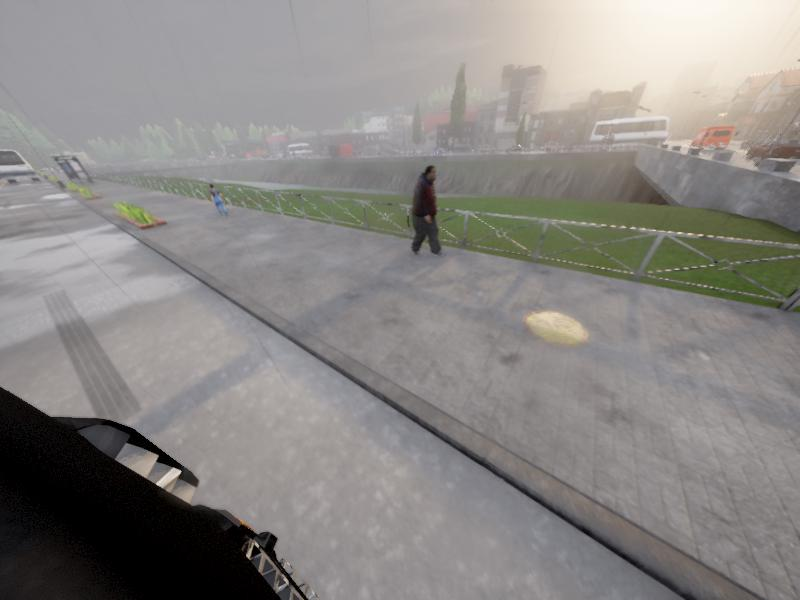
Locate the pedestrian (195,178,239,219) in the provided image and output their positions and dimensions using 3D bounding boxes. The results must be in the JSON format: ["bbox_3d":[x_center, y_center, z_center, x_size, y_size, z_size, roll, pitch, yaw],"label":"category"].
[{"bbox_3d":[-7.187,-4.010,9.103,0.751,1.300,0.751,23,42,34],"label":"pedestrian"}]

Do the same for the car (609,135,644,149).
[{"bbox_3d":[40.724,-28.522,41.734,3.866,1.878,1.905,15,38,25],"label":"car"}]

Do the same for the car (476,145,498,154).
[{"bbox_3d":[19.155,-33.259,50.901,3.806,1.475,1.970,19,40,30],"label":"car"}]

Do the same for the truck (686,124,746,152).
[{"bbox_3d":[38.162,-19.689,28.185,2.627,2.467,5.204,20,40,30],"label":"truck"}]

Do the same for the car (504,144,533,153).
[{"bbox_3d":[24.418,-31.307,47.727,4.718,1.301,1.895,20,40,30],"label":"car"}]

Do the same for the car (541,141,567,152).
[{"bbox_3d":[29.603,-29.524,44.485,3.806,1.475,1.970,19,40,30],"label":"car"}]

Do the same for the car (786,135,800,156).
[{"bbox_3d":[34.655,-12.550,18.624,2.007,1.525,4.514,20,40,30],"label":"car"}]

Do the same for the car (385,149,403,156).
[{"bbox_3d":[-1.590,-40.657,63.644,4.674,1.442,1.812,20,40,30],"label":"car"}]

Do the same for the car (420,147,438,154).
[{"bbox_3d":[7.709,-40.027,62.036,4.181,1.385,1.994,20,40,30],"label":"car"}]

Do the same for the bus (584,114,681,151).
[{"bbox_3d":[38.095,-27.868,38.842,10.273,4.253,3.944,16,39,27],"label":"bus"}]

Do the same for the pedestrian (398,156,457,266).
[{"bbox_3d":[0.536,-1.750,4.607,0.751,1.860,0.751,20,40,30],"label":"pedestrian"}]

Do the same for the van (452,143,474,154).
[{"bbox_3d":[14.567,-35.107,53.572,4.442,1.987,1.775,20,40,30],"label":"van"}]

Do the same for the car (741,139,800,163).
[{"bbox_3d":[28.399,-11.155,17.234,1.895,1.301,4.718,20,40,30],"label":"car"}]

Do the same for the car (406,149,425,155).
[{"bbox_3d":[4.096,-38.566,60.198,4.718,1.301,1.895,20,40,30],"label":"car"}]

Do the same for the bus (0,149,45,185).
[{"bbox_3d":[-61.544,-21.155,36.625,10.273,4.253,3.944,20,40,30],"label":"bus"}]

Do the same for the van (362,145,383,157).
[{"bbox_3d":[-8.045,-43.405,67.281,5.915,2.561,1.988,20,40,30],"label":"van"}]

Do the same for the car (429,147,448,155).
[{"bbox_3d":[9.429,-36.734,56.874,4.193,1.474,1.816,20,40,30],"label":"car"}]

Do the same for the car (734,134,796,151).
[{"bbox_3d":[41.301,-17.972,26.337,2.033,1.411,5.357,19,40,30],"label":"car"}]

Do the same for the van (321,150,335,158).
[{"bbox_3d":[-24.156,-48.938,77.335,4.442,1.987,1.775,20,40,30],"label":"van"}]

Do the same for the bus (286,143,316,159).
[{"bbox_3d":[-35.953,-54.150,84.043,10.273,4.253,3.944,19,39,31],"label":"bus"}]
